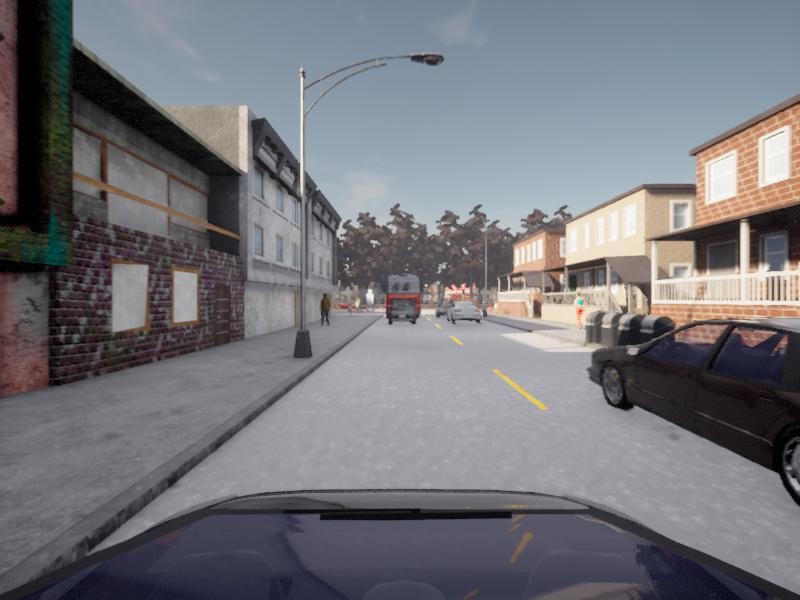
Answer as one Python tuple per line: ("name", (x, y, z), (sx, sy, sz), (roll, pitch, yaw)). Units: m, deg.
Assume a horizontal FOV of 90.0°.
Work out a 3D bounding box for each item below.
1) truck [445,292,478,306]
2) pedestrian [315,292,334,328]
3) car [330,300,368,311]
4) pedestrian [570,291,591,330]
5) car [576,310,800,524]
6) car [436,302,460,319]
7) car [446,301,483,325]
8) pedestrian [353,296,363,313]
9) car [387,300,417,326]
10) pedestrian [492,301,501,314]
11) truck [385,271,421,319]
("truck", (16.641, -0.283, 107.885), (8.468, 3.827, 2.891), (0, 0, 1))
("pedestrian", (-3.943, 0.498, 21.011), (0.751, 1.860, 0.751), (0, 0, 12))
("car", (-6.926, 0.761, 54.751), (4.792, 1.488, 2.163), (0, 0, 2))
("pedestrian", (8.920, 0.498, 19.793), (0.751, 1.860, 0.751), (0, 0, 9))
("car", (3.923, 0.886, 4.154), (2.033, 1.411, 5.357), (0, 0, 2))
("car", (4.180, 0.884, 35.522), (1.895, 1.301, 4.718), (0, 0, 3))
("car", (4.275, 0.824, 27.105), (1.812, 1.442, 4.674), (0, 0, 1))
("pedestrian", (-4.363, 0.465, 41.907), (0.751, 1.860, 0.751), (0, 0, 22))
("car", (0.086, 0.774, 25.783), (1.789, 1.549, 3.705), (0, 0, -2))
("pedestrian", (9.484, 0.738, 39.272), (0.751, 1.300, 0.751), (0, 0, 18))
("truck", (0.186, -0.380, 36.421), (2.891, 3.827, 8.468), (0, 0, -1))
